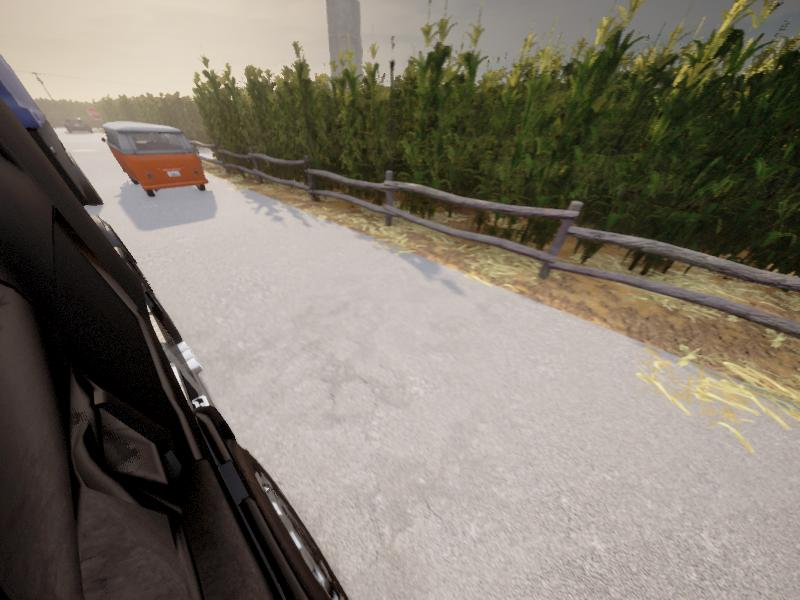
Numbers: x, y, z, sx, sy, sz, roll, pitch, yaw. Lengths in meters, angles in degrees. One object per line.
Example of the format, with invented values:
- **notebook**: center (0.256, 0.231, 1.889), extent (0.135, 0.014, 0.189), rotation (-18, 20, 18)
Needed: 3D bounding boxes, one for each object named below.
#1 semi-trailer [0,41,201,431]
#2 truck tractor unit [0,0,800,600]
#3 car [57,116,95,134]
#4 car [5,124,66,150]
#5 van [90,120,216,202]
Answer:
- **semi-trailer**: center (-8.700, -3.597, 4.235), extent (14.254, 4.402, 2.717), rotation (28, 43, 30)
- **truck tractor unit**: center (-2.645, -0.295, 0.351), extent (6.516, 4.208, 3.053), rotation (28, 44, 30)
- **car**: center (-43.635, -23.594, 31.133), extent (4.611, 1.667, 2.242), rotation (28, 43, 30)
- **car**: center (-26.979, -12.141, 17.144), extent (4.718, 1.301, 1.895), rotation (27, 43, 29)
- **van**: center (-8.956, -5.179, 8.385), extent (4.442, 1.987, 1.775), rotation (28, 43, 30)
